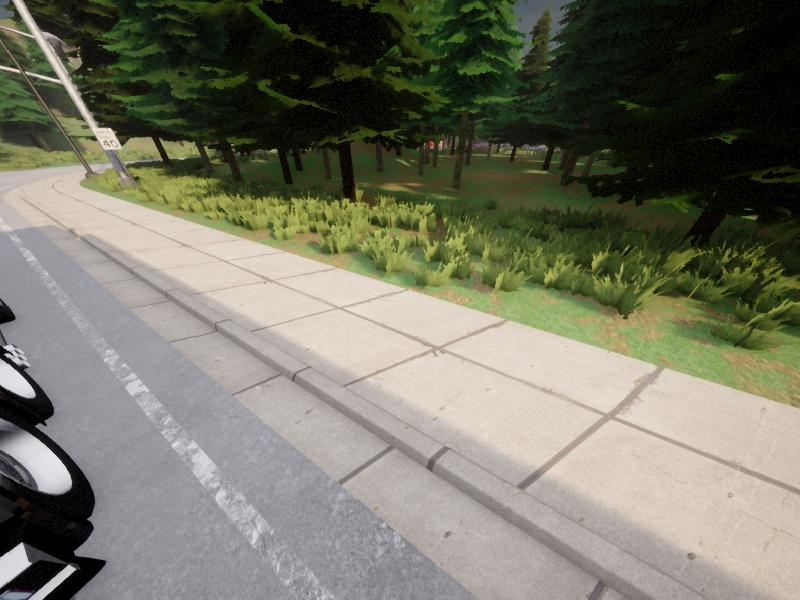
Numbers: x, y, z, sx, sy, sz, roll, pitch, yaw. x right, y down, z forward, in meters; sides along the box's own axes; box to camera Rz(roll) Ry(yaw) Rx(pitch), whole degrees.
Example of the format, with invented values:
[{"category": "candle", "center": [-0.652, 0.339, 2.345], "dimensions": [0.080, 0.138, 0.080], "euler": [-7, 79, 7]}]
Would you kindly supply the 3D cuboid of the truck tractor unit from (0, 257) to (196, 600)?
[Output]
[{"category": "truck tractor unit", "center": [-5.099, -0.312, 0.797], "dimensions": [6.516, 4.208, 3.053], "euler": [19, 39, 25]}]
